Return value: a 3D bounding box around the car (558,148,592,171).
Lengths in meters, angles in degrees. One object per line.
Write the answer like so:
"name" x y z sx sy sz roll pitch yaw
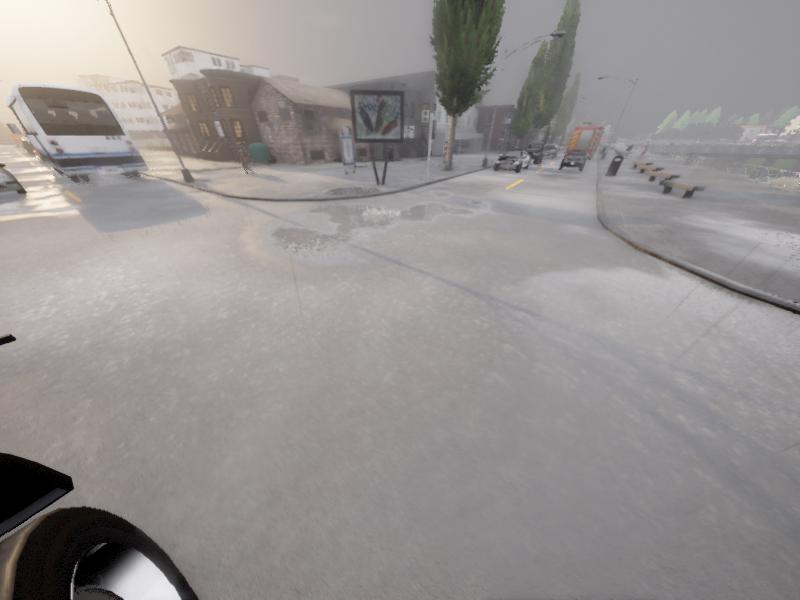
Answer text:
"car" 15.599 -12.543 20.553 1.816 1.474 4.193 22 40 27

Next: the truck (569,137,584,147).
"truck" 54.581 -48.774 71.404 2.627 2.467 5.204 22 41 28

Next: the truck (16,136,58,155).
"truck" -54.739 -23.346 34.808 6.274 2.098 2.390 22 41 28

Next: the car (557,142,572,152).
"car" 33.927 -31.567 47.644 1.851 1.617 3.988 22 41 28

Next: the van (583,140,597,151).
"van" 43.404 -35.470 52.858 1.775 1.987 4.442 22 41 28

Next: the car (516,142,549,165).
"car" 13.976 -15.439 24.293 1.905 1.878 3.866 22 40 28

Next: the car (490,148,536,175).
"car" 9.401 -11.545 19.039 2.038 1.542 4.974 23 41 28

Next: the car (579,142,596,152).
"car" 38.139 -31.049 46.930 2.038 1.542 4.974 22 41 28

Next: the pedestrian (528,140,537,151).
"pedestrian" 25.791 -30.044 44.911 0.751 1.860 0.751 27 43 32

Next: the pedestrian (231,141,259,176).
"pedestrian" -10.009 -9.159 14.983 0.751 1.860 0.751 -5 36 -8

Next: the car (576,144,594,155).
"car" 31.199 -25.374 38.881 1.816 1.474 4.193 23 41 28

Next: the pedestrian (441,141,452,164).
"pedestrian" 4.601 -14.690 22.983 0.751 1.860 0.751 -3 35 -4

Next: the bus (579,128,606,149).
"bus" 52.070 -43.575 62.454 3.944 4.253 10.273 22 41 28

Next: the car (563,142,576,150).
"car" 40.771 -37.143 55.610 1.851 1.617 3.988 22 41 28

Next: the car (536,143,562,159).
"car" 21.240 -21.245 32.818 2.152 1.651 5.027 22 41 28

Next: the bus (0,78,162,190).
"bus" -20.257 -10.030 14.307 10.273 4.253 3.944 22 41 28

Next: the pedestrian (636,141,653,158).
"pedestrian" 33.366 -20.550 31.496 0.751 1.860 0.751 -23 41 -29

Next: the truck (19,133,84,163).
"truck" -36.585 -16.059 24.289 5.204 2.467 2.627 23 41 28

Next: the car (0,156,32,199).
"car" -19.121 -5.710 10.476 3.988 1.617 1.851 22 41 28

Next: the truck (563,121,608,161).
"truck" 23.964 -20.431 29.767 2.891 3.827 8.468 23 41 29
